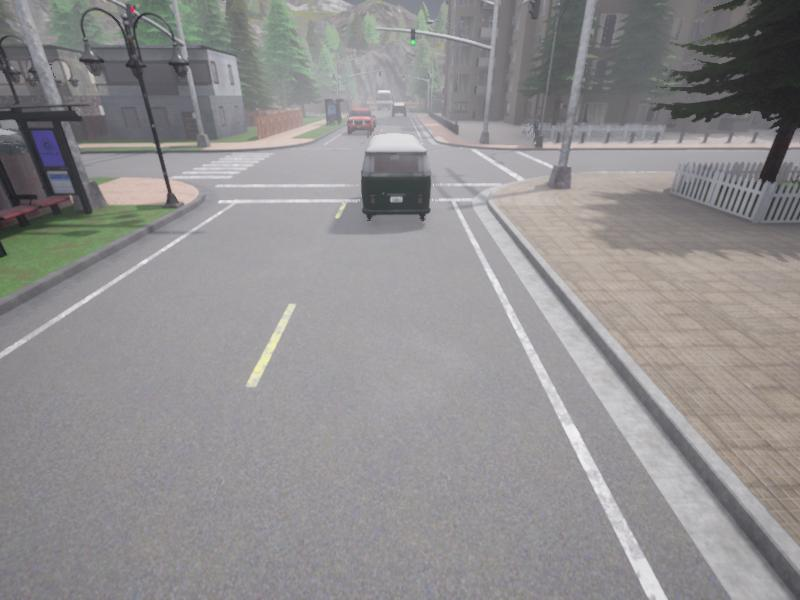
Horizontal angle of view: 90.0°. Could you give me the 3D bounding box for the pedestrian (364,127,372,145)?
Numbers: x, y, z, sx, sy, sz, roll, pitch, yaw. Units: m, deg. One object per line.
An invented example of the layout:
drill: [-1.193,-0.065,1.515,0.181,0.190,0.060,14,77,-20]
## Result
pedestrian: [-2.221,-11.283,27.586,0.500,1.100,0.500,-3,27,-6]

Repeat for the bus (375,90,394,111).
bus: [-3.581,-47.562,95.386,3.944,4.253,10.273,0,27,0]

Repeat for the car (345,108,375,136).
car: [-3.573,-16.468,36.774,2.150,2.045,5.566,0,27,0]

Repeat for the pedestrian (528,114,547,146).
pedestrian: [8.884,-11.033,25.953,0.751,1.860,0.751,1,27,2]

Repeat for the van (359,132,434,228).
van: [-0.149,-3.755,11.884,1.775,1.987,4.442,-1,27,-1]

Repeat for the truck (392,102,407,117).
truck: [-0.141,-32.294,67.786,2.390,2.098,6.274,0,27,0]

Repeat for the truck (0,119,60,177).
truck: [-19.181,-6.534,17.173,6.274,2.098,2.390,-4,27,-8]

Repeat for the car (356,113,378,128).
car: [-3.590,-19.795,44.053,1.994,1.385,4.181,0,27,0]

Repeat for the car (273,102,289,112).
car: [-25.198,-41.040,84.870,1.932,1.855,4.605,-1,27,-1]
